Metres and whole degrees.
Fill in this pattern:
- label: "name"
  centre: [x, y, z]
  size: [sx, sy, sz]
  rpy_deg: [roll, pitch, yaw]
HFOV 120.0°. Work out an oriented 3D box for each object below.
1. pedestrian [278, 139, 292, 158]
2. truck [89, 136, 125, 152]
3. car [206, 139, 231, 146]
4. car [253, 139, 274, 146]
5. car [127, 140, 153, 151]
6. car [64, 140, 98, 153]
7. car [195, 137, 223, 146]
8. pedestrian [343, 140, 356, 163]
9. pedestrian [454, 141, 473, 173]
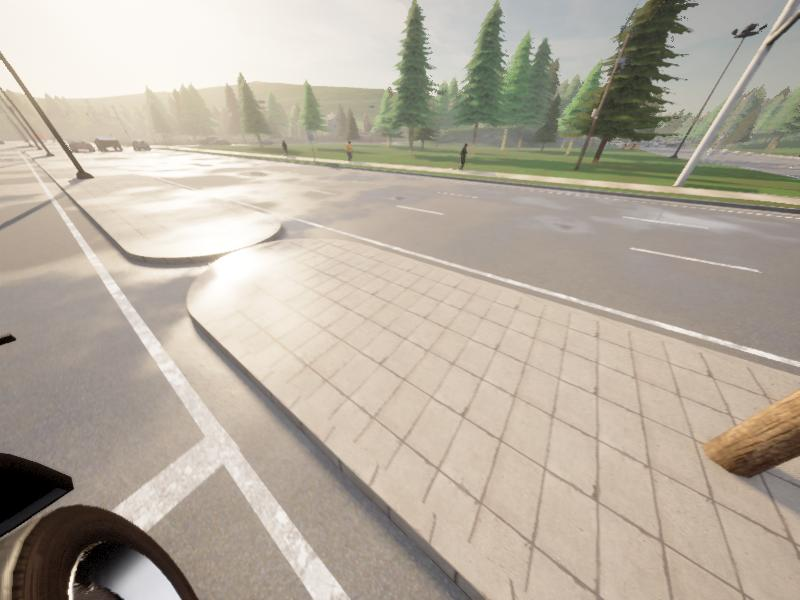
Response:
- label: "pedestrian"
  centre: [-13.803, -18.258, 27.766]
  size: [0.751, 1.860, 0.751]
  rpy_deg: [24, 41, 29]
- label: "truck"
  centre: [-51.455, -27.487, 40.580]
  size: [6.274, 2.098, 2.390]
  rpy_deg: [23, 41, 28]
- label: "car"
  centre: [-50.262, -43.673, 64.087]
  size: [1.837, 1.490, 4.892]
  rpy_deg: [23, 41, 29]
- label: "car"
  centre: [-41.097, -47.383, 69.499]
  size: [2.128, 1.511, 4.902]
  rpy_deg: [23, 41, 29]
- label: "car"
  centre: [-46.483, -27.689, 41.349]
  size: [3.988, 1.617, 1.851]
  rpy_deg: [23, 41, 28]
- label: "car"
  centre: [-50.944, -24.596, 36.900]
  size: [5.027, 1.651, 2.152]
  rpy_deg: [23, 41, 28]
- label: "car"
  centre: [-55.730, -46.439, 67.494]
  size: [2.150, 2.045, 5.566]
  rpy_deg: [23, 41, 29]
- label: "pedestrian"
  centre: [-4.886, -14.372, 22.340]
  size: [0.751, 1.860, 0.751]
  rpy_deg: [24, 41, 30]
- label: "pedestrian"
  centre: [4.538, -10.271, 16.616]
  size: [0.751, 1.860, 0.751]
  rpy_deg: [24, 42, 30]
